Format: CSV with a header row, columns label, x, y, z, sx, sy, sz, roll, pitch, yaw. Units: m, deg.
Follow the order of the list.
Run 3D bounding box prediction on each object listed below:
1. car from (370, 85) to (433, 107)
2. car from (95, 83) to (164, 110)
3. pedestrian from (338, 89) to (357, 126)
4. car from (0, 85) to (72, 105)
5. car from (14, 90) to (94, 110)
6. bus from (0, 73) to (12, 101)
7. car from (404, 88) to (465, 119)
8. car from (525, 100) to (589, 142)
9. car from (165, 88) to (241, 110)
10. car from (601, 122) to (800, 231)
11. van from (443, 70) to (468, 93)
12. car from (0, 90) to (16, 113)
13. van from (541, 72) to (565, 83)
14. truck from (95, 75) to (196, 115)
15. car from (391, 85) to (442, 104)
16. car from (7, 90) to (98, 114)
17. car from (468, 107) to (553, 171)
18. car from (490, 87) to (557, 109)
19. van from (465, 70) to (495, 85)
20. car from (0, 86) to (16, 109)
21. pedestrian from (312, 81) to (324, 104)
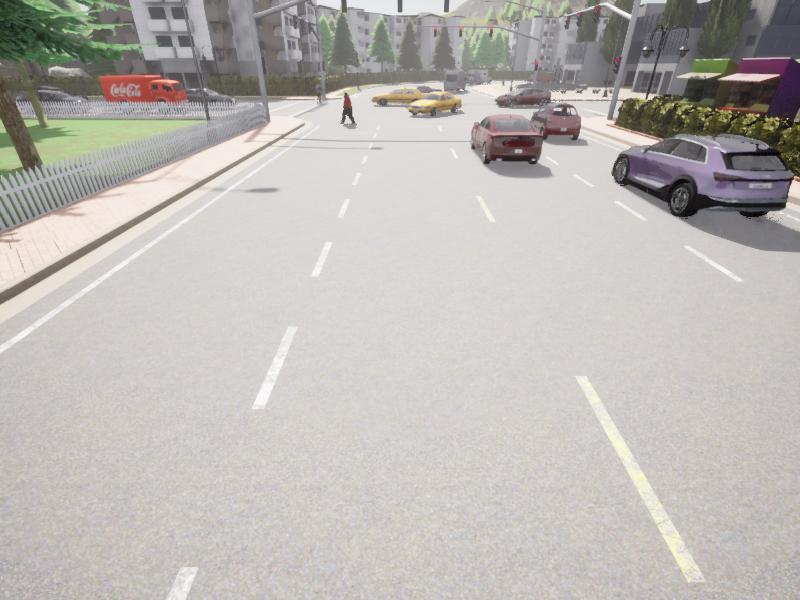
label,x,y,z,sx,sy,sz,roll,pitch,yaw
car,0.159,-17.964,35.217,5.366,1.575,1.801,1,30,2
car,-22.067,-16.724,32.796,3.866,1.878,1.905,1,30,2
pedestrian,-3.046,-11.185,23.282,0.751,1.860,0.751,-12,32,-19
car,-33.814,-19.053,37.154,4.514,1.525,2.007,-5,31,-9
car,-28.539,-16.583,33.149,4.718,1.301,1.895,1,30,2
bus,-45.430,-21.632,38.866,10.273,4.253,3.944,1,30,2
car,2.555,-14.169,28.713,1.801,1.575,5.366,19,36,30
car,7.582,-8.888,19.717,1.845,1.501,3.633,2,30,3
car,-15.996,-16.454,32.707,4.902,1.511,2.128,1,30,2
car,7.368,-3.362,10.150,2.033,1.649,4.856,0,29,1
van,7.672,-30.057,54.927,1.988,2.561,5.915,10,32,16
car,-32.487,-14.972,30.195,4.892,1.490,1.837,1,30,2
van,33.405,-48.551,87.171,4.442,1.987,1.775,-10,32,-17
truck,-18.578,-15.148,29.521,5.204,2.467,2.627,1,30,2
car,1.544,-19.646,38.231,4.674,1.442,1.812,0,30,1
car,-25.930,-14.856,29.993,4.892,1.490,1.837,1,30,2
car,3.928,-6.273,15.234,1.882,1.535,5.008,0,30,0
car,10.457,-17.212,34.020,4.792,1.488,2.163,-7,31,-11
van,15.144,-42.154,75.783,2.351,2.431,6.366,24,38,35
car,-35.748,-16.851,33.289,5.027,1.651,2.152,1,30,2
pedestrian,-7.630,-19.436,37.412,0.751,1.860,0.751,-13,33,-22
